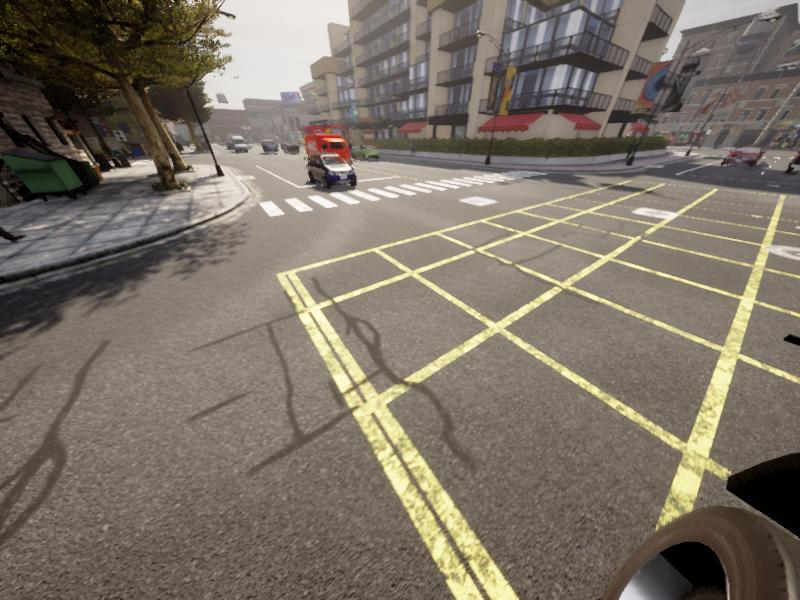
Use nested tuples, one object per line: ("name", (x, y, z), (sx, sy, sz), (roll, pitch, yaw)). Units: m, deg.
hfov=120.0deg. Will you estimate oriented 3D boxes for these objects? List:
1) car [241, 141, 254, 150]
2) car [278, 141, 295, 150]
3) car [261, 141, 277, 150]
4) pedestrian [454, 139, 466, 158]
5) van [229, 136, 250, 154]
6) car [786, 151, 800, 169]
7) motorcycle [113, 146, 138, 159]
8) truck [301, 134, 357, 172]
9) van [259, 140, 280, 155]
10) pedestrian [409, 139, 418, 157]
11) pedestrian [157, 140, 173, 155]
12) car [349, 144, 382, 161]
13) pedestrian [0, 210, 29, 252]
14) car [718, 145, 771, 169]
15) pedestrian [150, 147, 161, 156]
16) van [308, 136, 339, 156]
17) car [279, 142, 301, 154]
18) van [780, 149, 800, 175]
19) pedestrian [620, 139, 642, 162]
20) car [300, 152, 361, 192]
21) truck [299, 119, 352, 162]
("car", (-37.534, -37.991, 56.750), (1.851, 1.617, 3.988), (-22, 41, -28))
("car", (-26.428, -36.018, 53.770), (1.930, 1.638, 5.238), (-22, 41, -28))
("car", (-30.145, -35.500, 53.149), (1.801, 1.575, 5.366), (-22, 41, -28))
("pedestrian", (7.257, -18.360, 27.969), (0.751, 1.860, 0.751), (-24, 41, -30))
("van", (-29.116, -28.145, 41.846), (1.988, 2.561, 5.915), (-22, 40, -28))
("car", (34.803, -12.011, 19.418), (4.674, 1.442, 1.812), (-22, 41, -28))
("motorcycle", (-36.021, -19.379, 30.331), (2.356, 1.277, 0.764), (15, 48, 20))
("truck", (-6.326, -13.084, 20.356), (2.627, 2.467, 5.204), (-22, 41, -28))
("van", (-21.476, -25.163, 38.041), (1.775, 1.987, 4.442), (-22, 40, -28))
("pedestrian", (1.681, -19.349, 29.414), (0.751, 1.860, 0.751), (-22, 41, -28))
("pedestrian", (-35.617, -23.107, 35.034), (0.751, 1.860, 0.751), (9, 36, 13))
("car", (-4.274, -18.013, 28.162), (2.007, 1.525, 4.514), (-22, 41, -28))
("pedestrian", (-9.412, -1.965, 4.847), (0.751, 1.860, 0.751), (-24, 42, -30))
("car", (30.668, -12.789, 20.555), (4.674, 1.442, 1.812), (-23, 41, -27))
("pedestrian", (-35.372, -21.499, 33.411), (0.500, 1.100, 0.500), (20, 40, 26))
("van", (-12.520, -25.043, 37.413), (2.351, 2.431, 6.366), (-22, 41, -28))
("car", (-19.340, -26.778, 40.610), (1.930, 1.638, 5.238), (-22, 41, -28))
("van", (29.279, -10.005, 16.098), (4.480, 2.038, 2.069), (-22, 41, -28))
("pedestrian", (22.215, -14.400, 22.236), (0.751, 1.860, 0.751), (29, 45, 35))
("car", (-3.909, -7.253, 12.878), (1.789, 1.549, 3.705), (-22, 40, -28))
("truck", (-9.240, -19.487, 28.298), (2.891, 3.827, 8.468), (-22, 41, -28))
